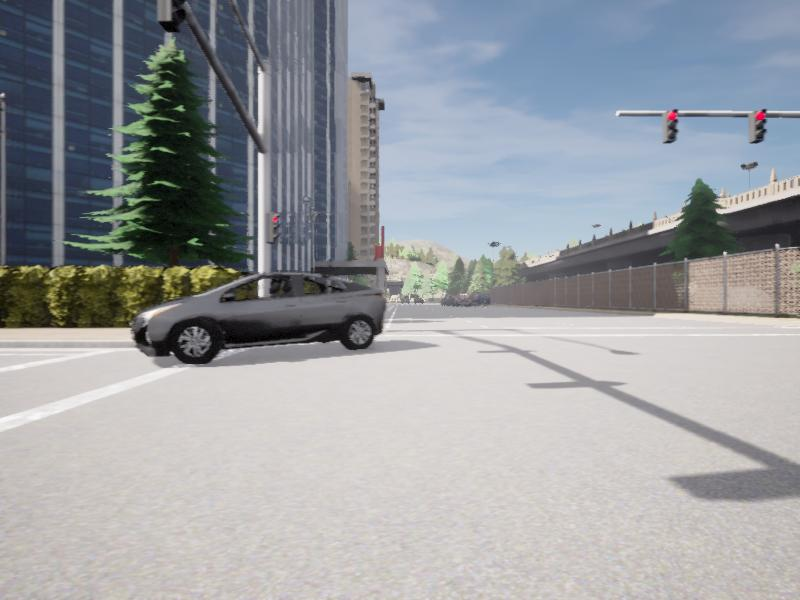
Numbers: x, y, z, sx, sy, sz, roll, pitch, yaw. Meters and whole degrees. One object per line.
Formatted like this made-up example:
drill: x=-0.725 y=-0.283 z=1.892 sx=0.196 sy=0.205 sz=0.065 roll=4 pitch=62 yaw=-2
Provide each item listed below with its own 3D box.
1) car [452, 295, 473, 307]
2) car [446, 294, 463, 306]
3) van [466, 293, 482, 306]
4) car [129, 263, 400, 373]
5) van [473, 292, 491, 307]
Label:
car: x=8.383 y=0.160 z=54.272 sx=2.038 sy=1.542 sz=4.974 roll=0 pitch=0 yaw=0
car: x=8.400 y=0.023 z=62.179 sx=2.097 sy=1.767 sz=4.553 roll=0 pitch=0 yaw=0
van: x=11.904 y=-0.075 z=64.339 sx=1.775 sy=1.987 sz=4.442 roll=0 pitch=0 yaw=0
car: x=-2.434 y=0.239 z=7.650 sx=4.514 sy=1.525 sz=2.007 roll=0 pitch=0 yaw=-35
van: x=11.891 y=-0.072 z=58.294 sx=1.775 sy=1.987 sz=4.442 roll=0 pitch=0 yaw=0
